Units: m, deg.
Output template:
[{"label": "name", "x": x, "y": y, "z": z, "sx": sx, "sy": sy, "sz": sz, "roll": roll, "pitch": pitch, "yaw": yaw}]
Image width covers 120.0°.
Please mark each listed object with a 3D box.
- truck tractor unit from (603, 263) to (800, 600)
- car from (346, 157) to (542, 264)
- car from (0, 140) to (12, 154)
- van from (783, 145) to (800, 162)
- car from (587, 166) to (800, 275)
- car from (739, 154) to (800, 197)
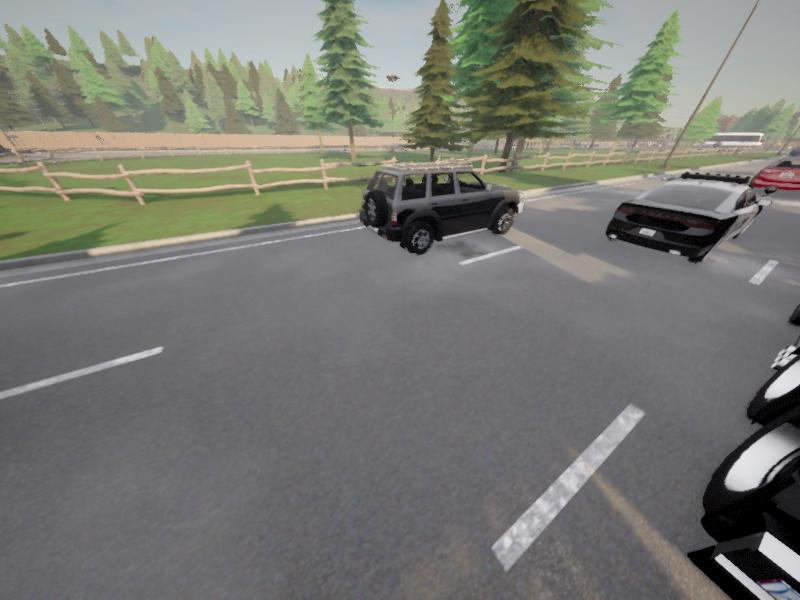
[{"label": "truck tractor unit", "x": 5.109, "y": -0.302, "z": 0.793, "sx": 6.516, "sy": 4.208, "sz": 3.053, "roll": -18, "pitch": 39, "yaw": -24}, {"label": "car", "x": 1.192, "y": -2.681, "z": 6.231, "sx": 4.605, "sy": 1.855, "sz": 1.932, "roll": -18, "pitch": 39, "yaw": -25}, {"label": "car", "x": -65.008, "y": -23.542, "z": 35.605, "sx": 4.605, "sy": 1.855, "sz": 1.932, "roll": -18, "pitch": 39, "yaw": -25}, {"label": "van", "x": 58.396, "y": -21.331, "z": 33.514, "sx": 4.442, "sy": 1.987, "sz": 1.775, "roll": -18, "pitch": 39, "yaw": -24}, {"label": "car", "x": 7.782, "y": -2.419, "z": 6.128, "sx": 5.238, "sy": 1.638, "sz": 1.930, "roll": -18, "pitch": 39, "yaw": -24}, {"label": "car", "x": 21.884, "y": -7.019, "z": 12.854, "sx": 4.611, "sy": 1.667, "sz": 2.242, "roll": -18, "pitch": 39, "yaw": -24}]
